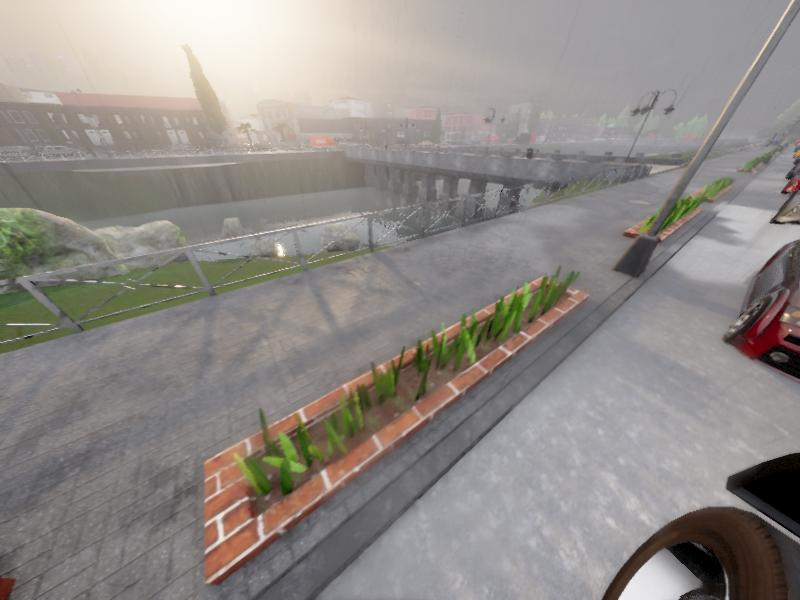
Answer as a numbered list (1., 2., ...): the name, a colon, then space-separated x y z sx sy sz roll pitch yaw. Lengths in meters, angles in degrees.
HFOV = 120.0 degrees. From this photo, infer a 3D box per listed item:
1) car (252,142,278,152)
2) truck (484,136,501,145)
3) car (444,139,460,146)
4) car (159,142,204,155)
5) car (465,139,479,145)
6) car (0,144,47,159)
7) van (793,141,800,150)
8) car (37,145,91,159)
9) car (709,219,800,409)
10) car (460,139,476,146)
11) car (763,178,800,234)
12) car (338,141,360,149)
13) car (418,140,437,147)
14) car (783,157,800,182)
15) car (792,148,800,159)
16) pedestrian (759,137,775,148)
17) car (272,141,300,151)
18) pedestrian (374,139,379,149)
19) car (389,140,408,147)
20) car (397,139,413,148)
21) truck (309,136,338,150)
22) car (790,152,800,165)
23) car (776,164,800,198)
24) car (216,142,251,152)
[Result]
1. car: -26.670 -30.272 45.652 3.988 1.617 1.851 -22 41 -28
2. truck: 31.563 -54.581 78.940 5.204 2.467 2.627 -22 41 -28
3. car: 16.842 -51.003 74.699 5.238 1.638 1.930 -22 41 -28
4. car: -37.231 -25.940 39.559 5.238 1.638 1.930 -22 41 -28
5. car: 24.694 -54.180 79.265 4.892 1.490 1.837 -22 41 -28
6. car: -55.545 -21.195 32.967 5.238 1.638 1.930 -22 41 -28
7. van: 76.654 -29.560 43.142 6.366 2.431 2.351 -22 41 -28
8. car: -48.219 -21.360 33.288 3.806 1.475 1.970 -22 41 -28
9. car: 5.961 0.027 2.663 4.181 1.385 1.994 -22 41 -28
10. car: 21.545 -50.094 73.418 4.974 1.542 2.038 -22 41 -28
11. car: 13.233 -3.041 6.798 4.514 1.525 2.007 -22 40 -27
12. car: -12.656 -38.816 57.730 4.974 1.542 2.038 -22 40 -29
13. car: 7.898 -44.456 65.566 5.366 1.575 1.801 -22 41 -28
14. car: 25.153 -8.001 13.788 4.193 1.474 1.816 -23 41 -28
15. car: 48.307 -17.518 27.056 5.008 1.535 1.882 -22 41 -28
16. pedestrian: 71.791 -30.800 45.214 0.751 1.860 0.751 -18 39 -23
17. car: -24.947 -33.760 50.571 4.856 1.649 2.033 -22 40 -28
18. pedestrian: -5.059 -33.509 49.646 0.751 1.860 0.751 -28 44 -33
19. car: -0.344 -43.885 64.823 5.008 1.535 1.882 -22 41 -28
20. car: 1.330 -41.892 61.686 3.866 1.878 1.905 -22 41 -28
21. truck: -16.774 -34.685 51.083 5.204 2.467 2.627 -22 41 -28
22. car: 37.705 -13.151 20.950 3.633 1.501 1.845 -22 41 -28
23. car: 19.513 -5.633 10.426 4.514 1.525 2.007 -22 41 -28
24. car: -33.012 -30.442 45.912 5.238 1.638 1.930 -22 40 -28
